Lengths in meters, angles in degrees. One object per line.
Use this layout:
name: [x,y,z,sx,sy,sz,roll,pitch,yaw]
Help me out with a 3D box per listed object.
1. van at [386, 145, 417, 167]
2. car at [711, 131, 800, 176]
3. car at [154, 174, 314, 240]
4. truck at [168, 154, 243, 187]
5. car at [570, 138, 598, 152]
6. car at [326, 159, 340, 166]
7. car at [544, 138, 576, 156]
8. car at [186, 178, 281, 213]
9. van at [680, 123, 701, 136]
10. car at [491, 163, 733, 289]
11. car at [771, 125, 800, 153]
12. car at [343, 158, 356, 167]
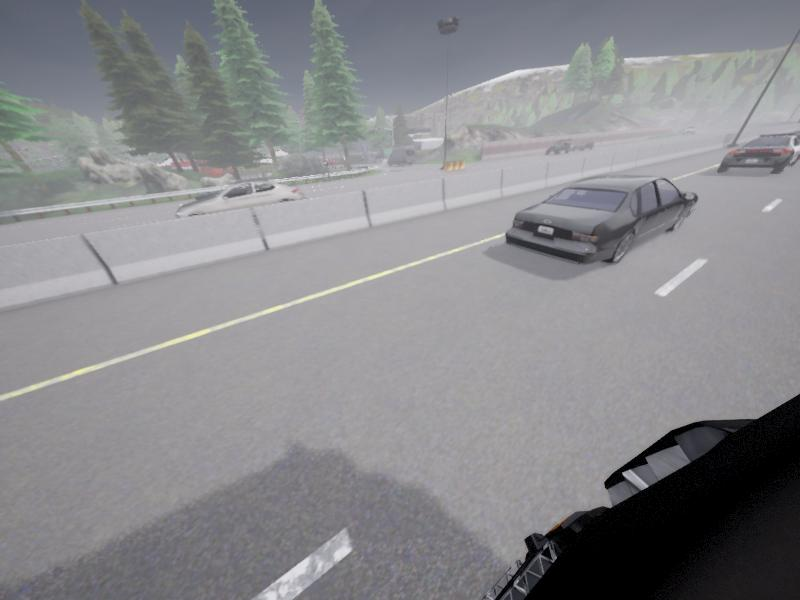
van: [0.105,-22.891,36.891,1.988,2.561,5.915,-21,36,-24]
car: [18.534,-7.465,11.671,4.974,1.542,2.038,-21,36,-24]
car: [-6.798,-4.290,10.186,5.027,1.651,2.152,-21,36,-23]
truck: [-31.440,-21.360,38.064,8.468,3.827,2.891,-21,36,-23]
car: [29.921,-25.149,37.528,3.705,1.549,1.789,-21,36,-23]
car: [-18.508,-38.020,63.898,2.242,1.667,4.611,-21,36,-24]
car: [23.975,-22.987,34.684,3.866,1.878,1.905,-21,36,-23]
car: [-10.749,-7.032,15.293,4.718,1.301,1.895,-21,36,-23]
van: [78.054,-45.719,61.956,6.366,2.431,2.351,-28,39,-31]
car: [4.901,-2.107,5.379,5.357,1.411,2.033,-21,36,-23]
car: [30.860,-12.251,17.391,4.974,1.542,2.038,-21,36,-23]
car: [-11.556,-31.397,52.864,2.163,1.488,4.792,-6,32,-2]
